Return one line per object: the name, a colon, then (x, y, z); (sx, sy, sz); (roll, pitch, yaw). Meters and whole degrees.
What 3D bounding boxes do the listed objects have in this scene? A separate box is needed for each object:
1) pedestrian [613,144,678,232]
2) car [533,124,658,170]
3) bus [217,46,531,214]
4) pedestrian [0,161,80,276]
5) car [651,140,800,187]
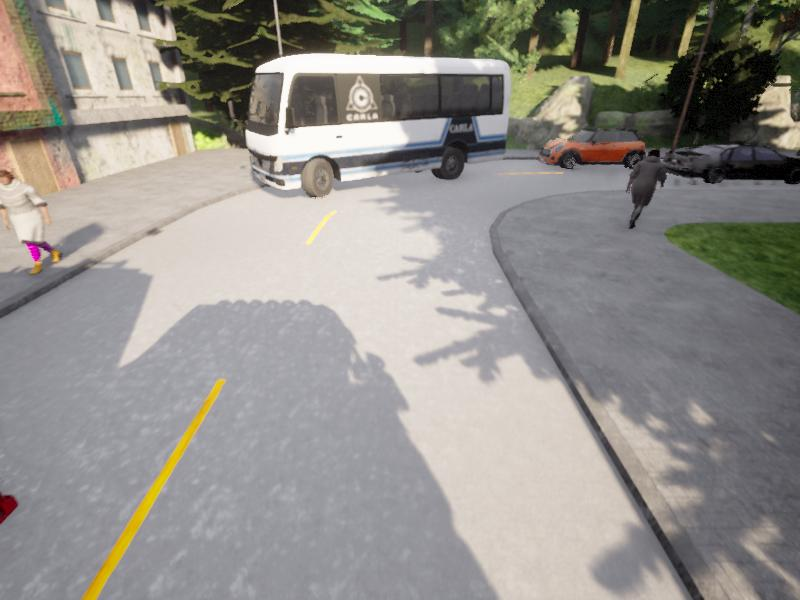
pedestrian: (5.866, -2.702, 9.611); (0.751, 1.860, 0.751); (24, 35, 38)
car: (8.951, -7.191, 18.728); (4.553, 1.767, 2.097); (-2, 27, -3)
bus: (-0.478, -6.606, 14.866); (10.273, 4.253, 3.944); (-18, 34, -29)
pedestrian: (-6.681, -1.441, 7.125); (0.751, 1.860, 0.751); (0, 27, -1)
car: (13.223, -5.351, 15.583); (5.357, 1.411, 2.033); (1, 27, 1)
